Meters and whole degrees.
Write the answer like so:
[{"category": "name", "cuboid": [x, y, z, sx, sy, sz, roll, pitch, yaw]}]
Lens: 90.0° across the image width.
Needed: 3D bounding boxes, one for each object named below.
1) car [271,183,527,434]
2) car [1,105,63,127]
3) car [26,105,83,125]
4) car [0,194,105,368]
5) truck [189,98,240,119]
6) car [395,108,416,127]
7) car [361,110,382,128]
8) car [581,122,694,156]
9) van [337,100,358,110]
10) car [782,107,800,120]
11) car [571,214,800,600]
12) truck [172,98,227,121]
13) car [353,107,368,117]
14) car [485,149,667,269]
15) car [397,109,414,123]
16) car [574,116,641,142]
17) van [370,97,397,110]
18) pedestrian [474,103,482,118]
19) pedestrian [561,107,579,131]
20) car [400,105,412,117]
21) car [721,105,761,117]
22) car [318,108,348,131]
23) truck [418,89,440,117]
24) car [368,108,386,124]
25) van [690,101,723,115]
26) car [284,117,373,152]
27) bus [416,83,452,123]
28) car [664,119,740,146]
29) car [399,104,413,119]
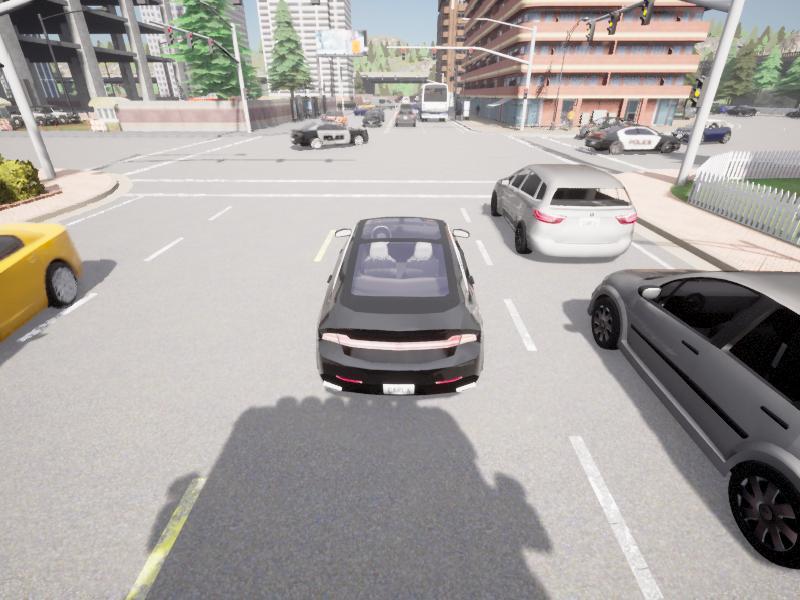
[{"category": "car", "cuboid": [0.023, -0.455, 5.857, 2.128, 1.511, 4.902, 0, 27, 1]}, {"category": "car", "cuboid": [-36.858, -18.476, 40.153, 3.866, 1.878, 1.905, 0, 27, 1]}, {"category": "car", "cuboid": [-36.821, -19.819, 42.769, 3.866, 1.878, 1.905, 0, 27, 1]}, {"category": "car", "cuboid": [-5.951, 0.113, 4.723, 1.882, 1.535, 5.008, -5, 28, -9]}, {"category": "truck", "cuboid": [-25.012, -25.962, 54.169, 5.204, 2.467, 2.615, 0, 27, 1]}, {"category": "car", "cuboid": [0.606, -19.998, 43.757, 2.242, 1.667, 4.611, 0, 27, 1]}, {"category": "car", "cuboid": [-2.903, -19.098, 42.206, 1.837, 1.490, 4.892, 0, 27, 1]}, {"category": "car", "cuboid": [13.250, -9.097, 22.554, 4.974, 1.542, 2.038, -2, 27, -4]}, {"category": "van", "cuboid": [-11.807, -44.137, 90.461, 4.442, 1.987, 1.775, 1, 27, 1]}, {"category": "car", "cuboid": [54.293, -24.834, 53.346, 2.033, 1.411, 5.357, 3, 27, 6]}, {"category": "car", "cuboid": [3.494, 0.483, 3.923, 1.851, 1.617, 3.988, 0, 27, 1]}, {"category": "truck", "cuboid": [-25.066, -23.994, 50.334, 5.204, 2.467, 2.615, 0, 27, 1]}, {"category": "car", "cuboid": [-6.093, -29.174, 62.046, 1.895, 1.301, 4.718, 0, 27, 1]}, {"category": "car", "cuboid": [3.605, -2.399, 9.470, 2.242, 1.667, 4.611, 1, 27, 1]}, {"category": "car", "cuboid": [0.727, -23.171, 50.252, 2.033, 1.411, 5.357, 0, 27, 1]}, {"category": "car", "cuboid": [15.048, -12.480, 29.120, 3.705, 1.549, 1.789, -5, 28, -10]}, {"category": "van", "cuboid": [-3.693, -44.328, 90.181, 5.915, 2.561, 1.988, 1, 27, 1]}, {"category": "pedestrian", "cuboid": [10.679, -25.947, 54.762, 0.751, 1.860, 0.751, 0, 27, 0]}, {"category": "pedestrian", "cuboid": [14.626, -15.588, 34.453, 0.751, 1.860, 0.751, -18, 32, -30]}, {"category": "car", "cuboid": [0.929, -29.952, 63.303, 1.801, 1.575, 5.366, 0, 27, 1]}, {"category": "car", "cuboid": [51.399, -28.522, 60.428, 1.837, 1.490, 4.892, 1, 27, 1]}, {"category": "car", "cuboid": [-6.454, -17.659, 39.075, 2.097, 1.767, 4.553, 0, 27, 1]}, {"category": "truck", "cuboid": [4.444, -31.282, 63.386, 2.891, 3.827, 8.468, 0, 27, 1]}, {"category": "car", "cuboid": [-2.801, -22.491, 48.816, 1.837, 1.490, 4.892, 0, 27, 1]}, {"category": "van", "cuboid": [51.570, -32.397, 67.448, 1.775, 1.987, 4.442, 1, 27, 1]}, {"category": "car", "cuboid": [-4.458, -10.663, 25.591, 5.238, 1.638, 1.930, -19, 33, -33]}, {"category": "bus", "cuboid": [4.139, -25.664, 51.983, 3.944, 4.253, 10.273, 0, 27, 1]}, {"category": "car", "cuboid": [20.350, -11.373, 27.046, 3.806, 1.475, 1.970, -9, 29, -18]}, {"category": "car", "cuboid": [0.818, -26.461, 56.116, 1.905, 1.878, 3.866, 0, 27, 1]}]
